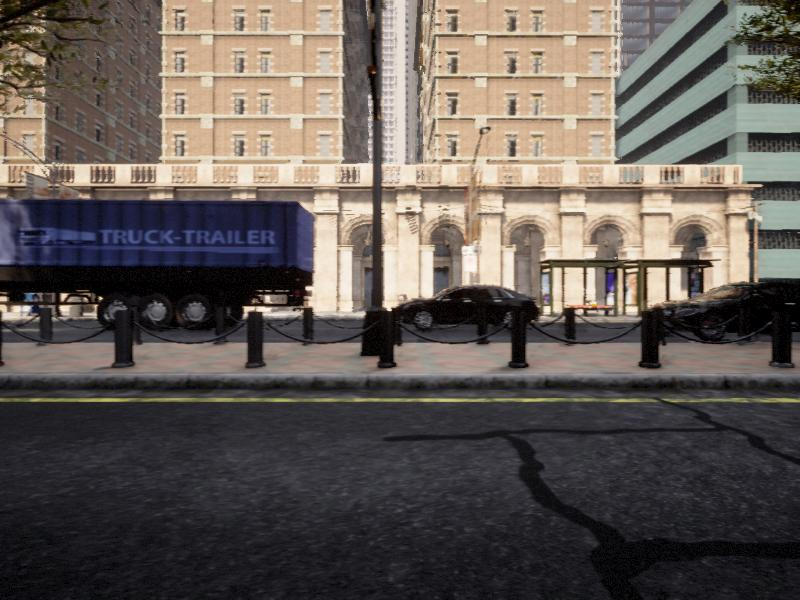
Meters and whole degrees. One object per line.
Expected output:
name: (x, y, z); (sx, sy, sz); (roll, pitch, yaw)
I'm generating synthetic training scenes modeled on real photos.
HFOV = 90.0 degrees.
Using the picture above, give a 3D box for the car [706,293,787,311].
car: (28.506, 0.168, 33.017); (4.786, 1.482, 2.161); (0, 0, 0)

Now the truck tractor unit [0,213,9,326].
truck tractor unit: (-18.149, -1.135, 13.691); (6.516, 4.208, 3.053); (0, 0, 0)

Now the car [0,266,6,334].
car: (-13.301, 0.042, 10.198); (4.605, 1.855, 1.932); (-1, 0, 0)

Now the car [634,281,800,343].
car: (8.854, 0.273, 10.223); (4.674, 1.442, 1.812); (0, 0, 0)

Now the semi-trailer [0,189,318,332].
semi-trailer: (-10.232, -1.225, 13.693); (14.254, 4.402, 2.717); (0, 0, 0)

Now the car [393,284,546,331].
car: (2.216, 0.245, 13.700); (4.892, 1.490, 1.837); (0, 0, 0)

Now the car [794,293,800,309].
car: (40.092, 0.132, 37.148); (4.902, 1.511, 2.128); (0, 0, 0)
